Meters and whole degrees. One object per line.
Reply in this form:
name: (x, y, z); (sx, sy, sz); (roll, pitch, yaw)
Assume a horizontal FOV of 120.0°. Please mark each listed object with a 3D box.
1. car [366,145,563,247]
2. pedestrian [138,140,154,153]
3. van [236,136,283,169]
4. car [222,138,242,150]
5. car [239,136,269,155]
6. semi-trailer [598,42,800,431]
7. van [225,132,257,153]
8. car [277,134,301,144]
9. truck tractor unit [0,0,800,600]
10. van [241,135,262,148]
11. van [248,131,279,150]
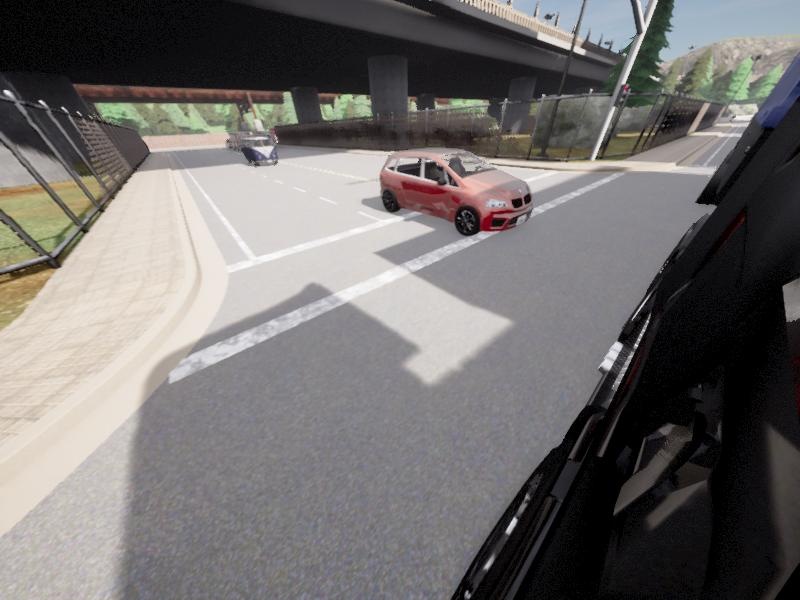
car: (1.362, -3.294, 6.587); (2.242, 1.667, 4.611); (-28, 44, -30)
pedestrian: (-42.396, -25.619, 38.542); (0.751, 1.860, 0.751); (4, 37, 9)
van: (-11.637, -12.266, 19.080); (1.775, 1.987, 4.442); (-28, 44, -30)
car: (-30.434, -28.172, 41.729); (1.851, 1.617, 3.988); (-28, 44, -30)
car: (-19.840, -21.061, 31.388); (1.932, 1.855, 4.605); (-28, 44, -30)
semi-trailer: (8.690, -3.610, 4.237); (14.254, 4.402, 2.717); (-28, 44, -30)
van: (-25.057, -24.828, 36.264); (2.351, 2.431, 6.366); (-28, 44, -30)
car: (-26.578, -38.663, 55.327); (4.553, 1.767, 2.097); (-28, 44, -30)
truck tractor unit: (2.645, -0.295, 0.351); (6.516, 4.208, 3.053); (-28, 44, -30)
van: (-28.147, -30.011, 43.726); (1.775, 1.987, 4.442); (-28, 44, -30)
van: (-22.710, -26.483, 38.328); (2.351, 2.431, 6.366); (-28, 44, -30)
